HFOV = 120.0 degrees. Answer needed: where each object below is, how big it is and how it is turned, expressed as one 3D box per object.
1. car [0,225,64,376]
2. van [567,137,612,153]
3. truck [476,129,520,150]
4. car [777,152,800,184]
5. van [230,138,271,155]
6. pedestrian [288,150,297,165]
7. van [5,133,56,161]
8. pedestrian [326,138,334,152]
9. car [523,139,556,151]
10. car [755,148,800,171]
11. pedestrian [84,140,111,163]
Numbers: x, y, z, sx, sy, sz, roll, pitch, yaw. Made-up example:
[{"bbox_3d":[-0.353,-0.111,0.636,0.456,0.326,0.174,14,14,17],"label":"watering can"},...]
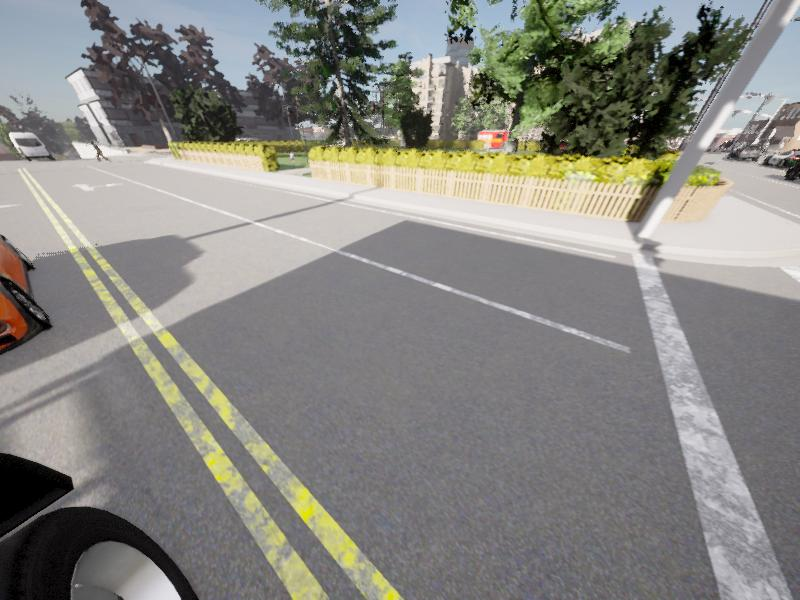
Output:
[{"bbox_3d":[-6.730,-0.343,2.780,4.553,1.767,2.097,22,41,28],"label":"car"},{"bbox_3d":[37.732,-31.058,46.169,6.366,2.431,2.351,23,41,29],"label":"van"},{"bbox_3d":[22.865,-37.981,54.650,8.468,3.827,2.891,24,41,29],"label":"truck"},{"bbox_3d":[25.601,-7.741,13.482,1.932,1.855,4.605,22,40,28],"label":"car"},{"bbox_3d":[-23.230,-24.070,36.072,2.069,2.038,4.480,22,41,28],"label":"van"},{"bbox_3d":[-9.430,-12.486,20.283,0.500,1.100,0.500,-13,37,-18],"label":"pedestrian"},{"bbox_3d":[-42.829,-17.698,26.802,5.915,2.561,1.988,21,40,29],"label":"van"},{"bbox_3d":[-11.554,-25.729,38.386,0.751,1.860,0.751,6,36,8],"label":"pedestrian"},{"bbox_3d":[30.470,-33.978,50.583,5.566,2.045,2.150,23,41,29],"label":"car"},{"bbox_3d":[37.071,-13.390,21.896,2.038,1.542,4.974,22,41,28],"label":"car"},{"bbox_3d":[-29.211,-14.323,22.313,0.751,1.860,0.751,26,42,31],"label":"pedestrian"}]
